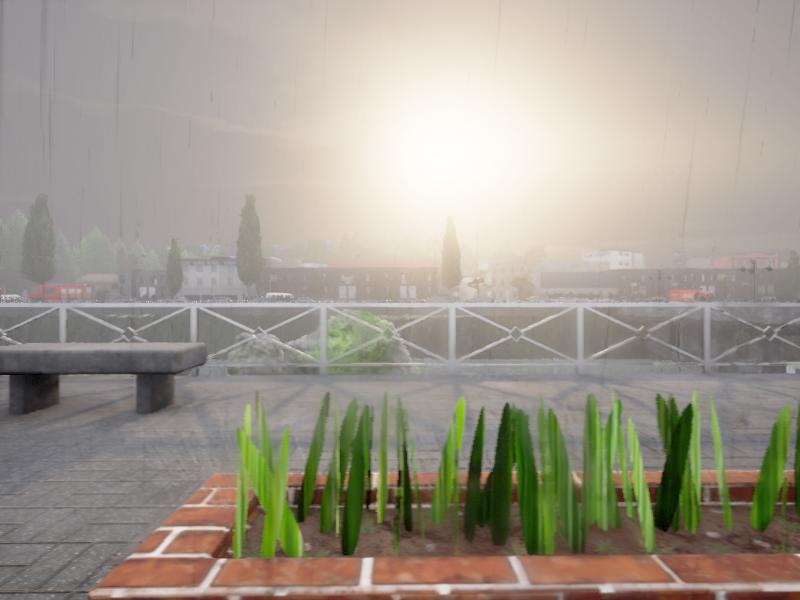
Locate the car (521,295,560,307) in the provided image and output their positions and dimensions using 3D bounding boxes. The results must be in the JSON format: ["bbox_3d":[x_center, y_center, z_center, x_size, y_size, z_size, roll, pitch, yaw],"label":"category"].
[{"bbox_3d":[21.266,0.149,60.633,5.238,1.638,1.930,0,0,-1],"label":"car"}]

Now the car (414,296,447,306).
[{"bbox_3d":[4.893,0.164,64.418,5.238,1.638,1.930,0,0,-1],"label":"car"}]

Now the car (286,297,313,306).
[{"bbox_3d":[-16.155,0.266,64.195,3.806,1.475,1.970,0,0,-1],"label":"car"}]

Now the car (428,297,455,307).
[{"bbox_3d":[6.220,0.245,60.461,3.806,1.475,1.970,0,0,-1],"label":"car"}]

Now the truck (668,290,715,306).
[{"bbox_3d":[44.355,-0.288,60.900,5.204,2.467,2.627,0,0,-1],"label":"truck"}]

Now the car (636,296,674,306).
[{"bbox_3d":[41.367,0.183,64.866,5.008,1.535,1.882,0,0,-1],"label":"car"}]

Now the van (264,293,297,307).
[{"bbox_3d":[-17.927,-0.014,60.180,4.480,2.038,2.069,0,0,-1],"label":"van"}]

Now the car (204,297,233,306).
[{"bbox_3d":[-29.071,0.277,64.044,3.806,1.475,1.970,0,0,-1],"label":"car"}]

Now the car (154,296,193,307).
[{"bbox_3d":[-36.218,0.211,63.965,5.027,1.651,2.152,0,0,-1],"label":"car"}]

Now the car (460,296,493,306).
[{"bbox_3d":[12.323,0.161,64.517,4.856,1.649,2.033,-1,0,0],"label":"car"}]

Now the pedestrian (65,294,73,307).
[{"bbox_3d":[-49.744,0.080,60.079,0.751,1.860,0.751,0,0,40],"label":"pedestrian"}]

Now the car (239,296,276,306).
[{"bbox_3d":[-22.870,0.190,64.121,5.238,1.638,1.930,0,0,-1],"label":"car"}]

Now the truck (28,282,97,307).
[{"bbox_3d":[-53.690,-0.885,63.765,8.468,3.827,2.891,0,0,-1],"label":"truck"}]
